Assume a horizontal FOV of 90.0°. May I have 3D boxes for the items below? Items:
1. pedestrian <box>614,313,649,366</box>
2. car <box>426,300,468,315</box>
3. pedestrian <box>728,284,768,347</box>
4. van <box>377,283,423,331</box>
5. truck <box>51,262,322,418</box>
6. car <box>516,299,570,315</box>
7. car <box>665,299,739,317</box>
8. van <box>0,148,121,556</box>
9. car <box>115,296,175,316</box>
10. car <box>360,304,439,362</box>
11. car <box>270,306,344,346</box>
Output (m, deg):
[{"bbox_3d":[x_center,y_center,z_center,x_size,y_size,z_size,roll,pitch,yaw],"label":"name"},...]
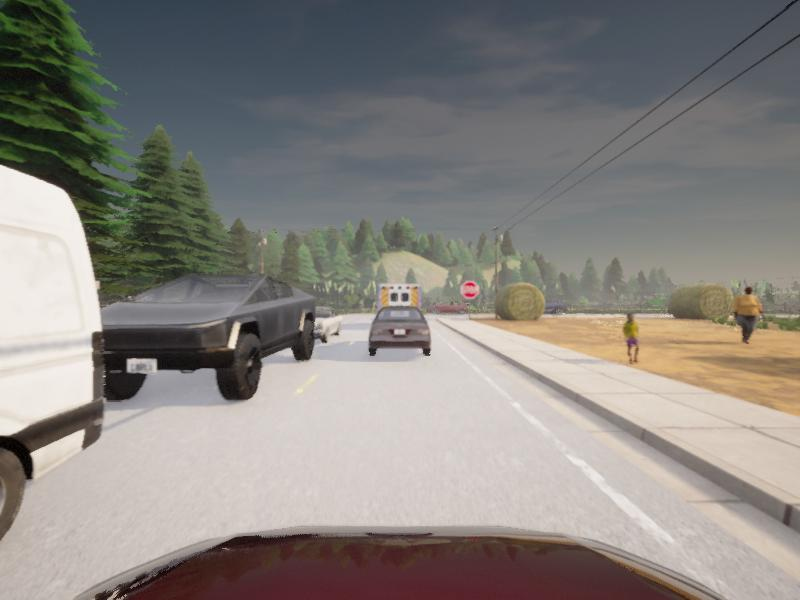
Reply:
[{"bbox_3d":[5.094,0.851,8.827,0.500,1.100,0.500,0,0,6],"label":"pedestrian"},{"bbox_3d":[4.788,0.781,41.201,4.193,1.474,1.816,0,0,3],"label":"car"},{"bbox_3d":[10.773,0.454,12.410,0.751,1.860,0.751,0,0,26],"label":"pedestrian"},{"bbox_3d":[-0.017,0.355,23.753,2.351,2.431,6.366,0,0,0],"label":"van"},{"bbox_3d":[-3.488,0.534,8.519,2.390,2.098,6.274,0,0,0],"label":"truck"},{"bbox_3d":[14.475,0.703,40.742,4.856,1.649,2.033,0,0,3],"label":"car"},{"bbox_3d":[27.566,0.701,36.615,5.238,1.638,1.930,0,0,3],"label":"car"},{"bbox_3d":[-3.500,0.322,0.640,1.988,2.561,5.915,0,0,0],"label":"van"},{"bbox_3d":[-24.811,0.575,39.028,4.605,1.855,1.932,1,0,2],"label":"car"},{"bbox_3d":[-0.007,0.882,12.950,2.033,1.411,5.357,0,0,0],"label":"car"},{"bbox_3d":[-3.530,0.928,16.123,1.895,1.301,4.718,0,0,0],"label":"car"}]
